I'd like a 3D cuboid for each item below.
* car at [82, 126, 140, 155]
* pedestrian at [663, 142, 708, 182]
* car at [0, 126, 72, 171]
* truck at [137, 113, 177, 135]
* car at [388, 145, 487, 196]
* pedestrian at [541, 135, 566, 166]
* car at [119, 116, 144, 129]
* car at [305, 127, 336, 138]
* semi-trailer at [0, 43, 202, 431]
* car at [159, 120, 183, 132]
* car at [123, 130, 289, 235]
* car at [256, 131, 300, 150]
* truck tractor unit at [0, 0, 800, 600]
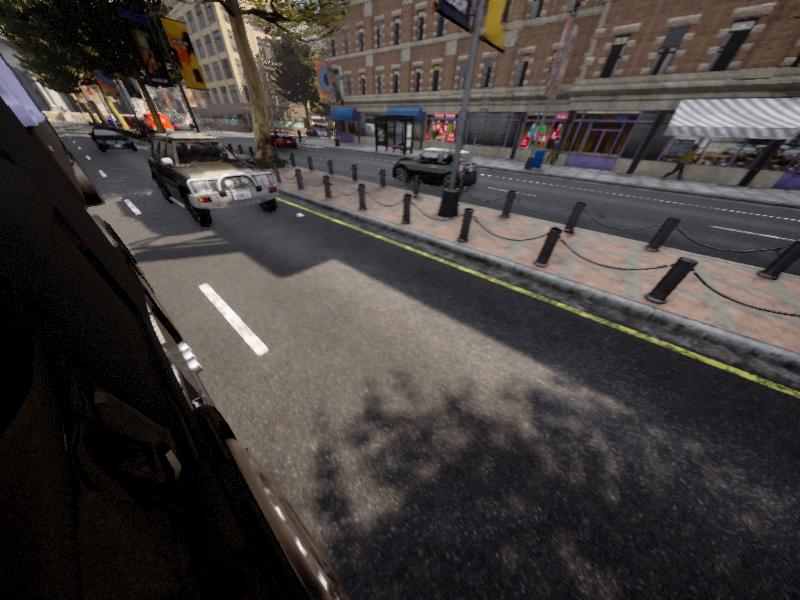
[{"bbox_3d":[-21.065,-11.705,16.831,4.674,1.442,1.812,28,44,30],"label":"car"},{"bbox_3d":[16.013,-7.765,13.027,0.751,1.860,0.751,30,45,32],"label":"pedestrian"},{"bbox_3d":[-18.662,-7.713,11.609,4.892,1.490,1.837,28,44,30],"label":"car"},{"bbox_3d":[-37.555,-27.211,35.725,5.204,2.467,2.627,29,44,29],"label":"truck"},{"bbox_3d":[1.561,-6.056,10.553,3.806,1.475,1.970,27,43,29],"label":"car"},{"bbox_3d":[11.393,-11.080,17.182,0.751,1.860,0.751,30,45,32],"label":"pedestrian"},{"bbox_3d":[-54.270,-35.941,46.734,5.566,2.045,2.150,29,45,31],"label":"car"},{"bbox_3d":[-14.374,-30.463,42.107,2.038,1.542,4.974,26,43,28],"label":"car"},{"bbox_3d":[-8.694,-3.596,4.249,14.254,4.402,2.717,28,44,30],"label":"semi-trailer"},{"bbox_3d":[-42.594,-32.320,42.934,3.988,1.617,1.851,28,44,30],"label":"car"},{"bbox_3d":[-5.501,-3.600,6.556,4.605,1.855,1.932,28,44,30],"label":"car"},{"bbox_3d":[-12.164,-15.985,23.092,4.181,1.385,1.994,28,44,30],"label":"car"},{"bbox_3d":[-2.645,-0.295,0.351,6.516,4.208,3.053,28,44,30],"label":"truck tractor unit"}]
